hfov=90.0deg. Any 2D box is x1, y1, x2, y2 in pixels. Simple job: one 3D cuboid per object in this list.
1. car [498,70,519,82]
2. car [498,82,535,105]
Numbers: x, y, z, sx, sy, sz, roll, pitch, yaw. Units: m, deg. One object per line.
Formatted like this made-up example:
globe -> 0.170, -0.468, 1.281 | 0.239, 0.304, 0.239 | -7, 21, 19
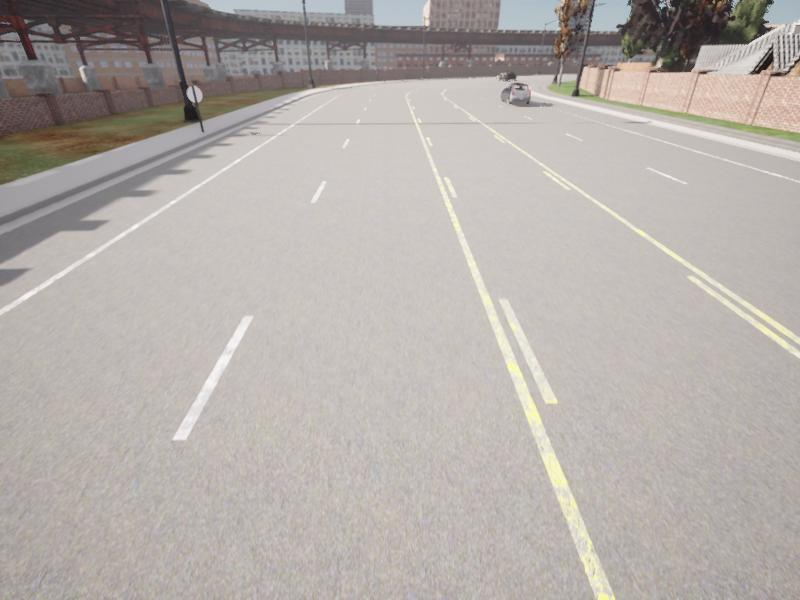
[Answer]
car -> 18.132, -37.492, 66.933 | 1.789, 1.549, 3.705 | 23, 38, 35
car -> 9.598, -17.195, 33.273 | 1.845, 1.501, 3.633 | 0, 31, -1
